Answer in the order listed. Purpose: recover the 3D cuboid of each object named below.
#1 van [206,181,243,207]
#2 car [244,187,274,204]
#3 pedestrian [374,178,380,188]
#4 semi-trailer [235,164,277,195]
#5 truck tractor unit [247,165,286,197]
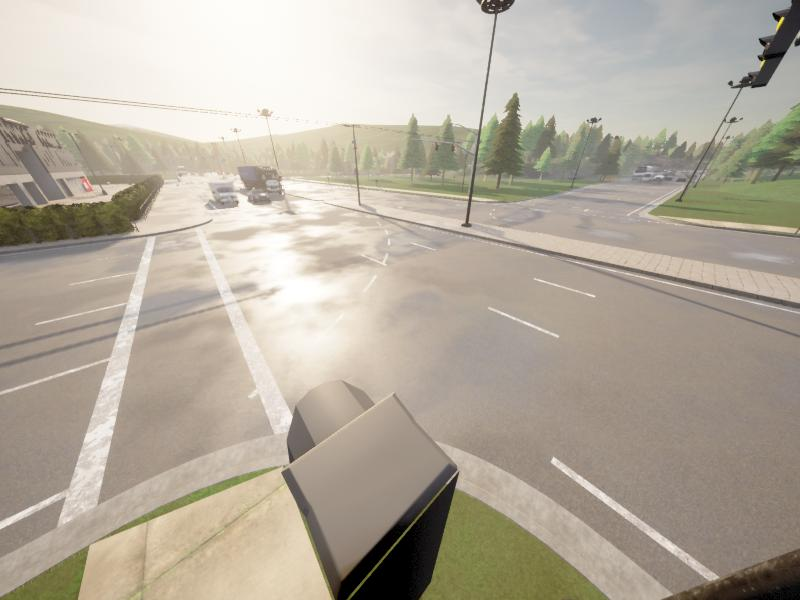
[{"bbox_3d":[-22.104,-13.489,29.043,2.351,2.431,6.366,-23,37,-34],"label":"van"},{"bbox_3d":[-18.684,-13.795,30.468,2.038,1.542,4.974,-23,37,-34],"label":"car"},{"bbox_3d":[-4.800,-24.592,48.487,0.751,1.860,0.751,-22,36,-33],"label":"pedestrian"},{"bbox_3d":[-26.828,-22.512,42.678,2.717,4.402,14.254,-23,37,-34],"label":"semi-trailer"},{"bbox_3d":[-21.698,-19.416,37.506,3.053,4.208,6.516,-23,37,-34],"label":"truck tractor unit"}]
